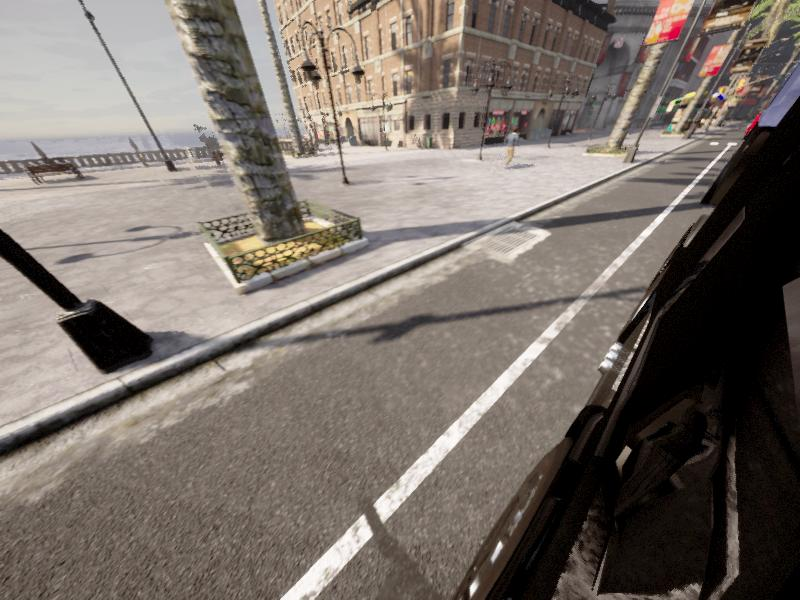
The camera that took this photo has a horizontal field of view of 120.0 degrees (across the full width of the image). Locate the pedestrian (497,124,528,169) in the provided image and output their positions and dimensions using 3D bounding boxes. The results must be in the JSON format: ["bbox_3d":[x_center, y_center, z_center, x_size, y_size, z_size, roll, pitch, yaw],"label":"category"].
[{"bbox_3d":[5.744,-7.860,11.889,0.751,1.860,0.751,-25,43,-27],"label":"pedestrian"}]

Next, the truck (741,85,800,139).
[{"bbox_3d":[37.991,-18.562,22.970,8.468,3.827,2.891,-27,44,-29],"label":"truck"}]

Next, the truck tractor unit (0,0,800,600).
[{"bbox_3d":[2.645,-0.295,0.352,6.516,4.208,3.053,-28,44,-30],"label":"truck tractor unit"}]

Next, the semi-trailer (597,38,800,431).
[{"bbox_3d":[8.743,-3.566,4.196,14.254,4.402,2.717,-28,44,-29],"label":"semi-trailer"}]
